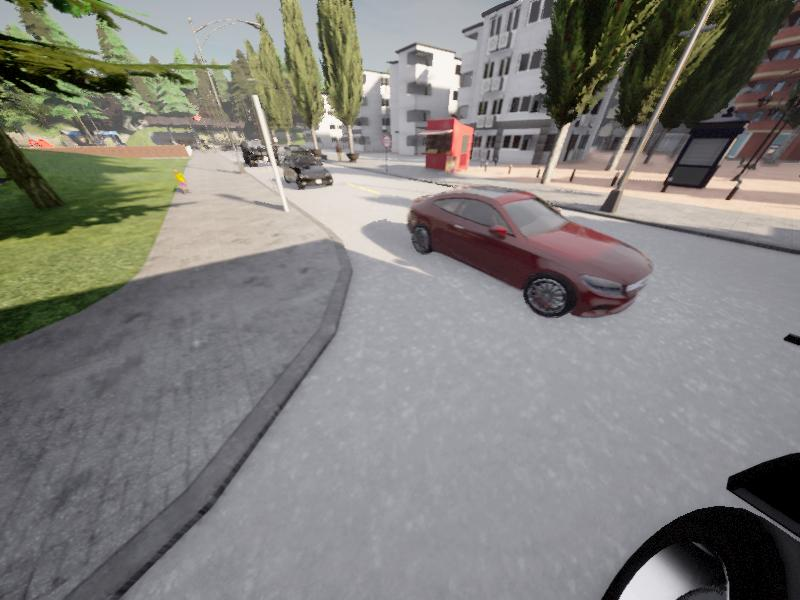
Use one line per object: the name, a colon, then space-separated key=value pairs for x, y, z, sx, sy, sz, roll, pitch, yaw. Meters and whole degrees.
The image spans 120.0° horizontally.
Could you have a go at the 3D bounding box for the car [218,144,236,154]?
car: x=-36.052 y=-31.496 z=48.098 sx=2.152 sy=1.651 sz=5.027 roll=-23 pitch=41 yaw=-28

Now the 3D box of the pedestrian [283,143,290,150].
pedestrian: x=-23.451 y=-31.670 z=47.679 sx=0.751 sy=1.300 sz=0.751 roll=18 pitch=39 yaw=24

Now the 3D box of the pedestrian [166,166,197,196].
pedestrian: x=-9.846 y=-5.368 z=10.427 sx=0.500 sy=1.100 sz=0.500 roll=-12 pitch=37 yaw=-17

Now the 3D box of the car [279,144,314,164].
car: x=-11.517 y=-16.147 z=25.487 sx=1.930 sy=1.638 sz=5.238 roll=-23 pitch=41 yaw=-28

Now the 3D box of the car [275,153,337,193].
car: x=-5.313 y=-7.176 z=12.853 sx=1.816 sy=1.474 sz=4.193 roll=-23 pitch=41 yaw=-28

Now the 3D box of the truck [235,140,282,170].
truck: x=-13.640 y=-14.068 z=22.158 sx=2.390 sy=2.098 sz=6.274 roll=-23 pitch=41 yaw=-28

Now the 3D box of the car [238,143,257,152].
car: x=-33.056 y=-33.093 z=50.097 sx=2.033 sy=1.411 sz=5.357 roll=-27 pitch=43 yaw=-32

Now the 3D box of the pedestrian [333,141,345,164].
pedestrian: x=-6.020 y=-14.593 z=22.826 sx=0.751 sy=1.860 sz=0.751 roll=-11 pitch=37 yaw=-15

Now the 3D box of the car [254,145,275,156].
car: x=-22.065 y=-24.433 z=37.624 sx=1.895 sy=1.301 sz=4.718 roll=-23 pitch=41 yaw=-28

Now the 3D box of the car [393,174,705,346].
car: x=1.944 y=-1.381 z=4.601 sx=1.812 sy=1.442 sz=4.674 roll=-23 pitch=41 yaw=-28
